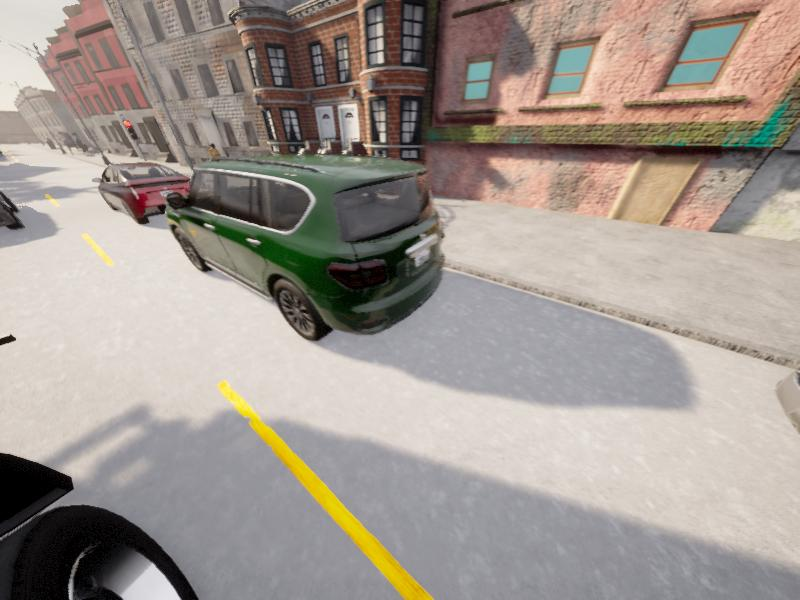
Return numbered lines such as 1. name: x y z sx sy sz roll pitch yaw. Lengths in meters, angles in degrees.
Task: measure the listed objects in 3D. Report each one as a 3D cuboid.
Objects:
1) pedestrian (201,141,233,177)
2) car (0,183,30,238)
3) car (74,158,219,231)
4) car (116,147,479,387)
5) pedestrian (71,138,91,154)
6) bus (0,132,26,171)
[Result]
1. pedestrian: -11.613 -8.980 14.707 0.751 1.860 0.751 15 38 20
2. car: -12.957 -2.830 6.364 4.611 1.667 2.242 22 41 28
3. car: -8.674 -3.814 7.920 4.514 1.525 2.007 22 41 28
4. car: -1.941 -1.304 3.964 5.566 2.045 2.150 22 41 28
5. pedestrian: -44.753 -21.658 32.410 0.751 1.860 0.751 18 39 24
6. bus: -32.726 -10.816 15.304 3.944 4.253 10.273 -18 39 -28
